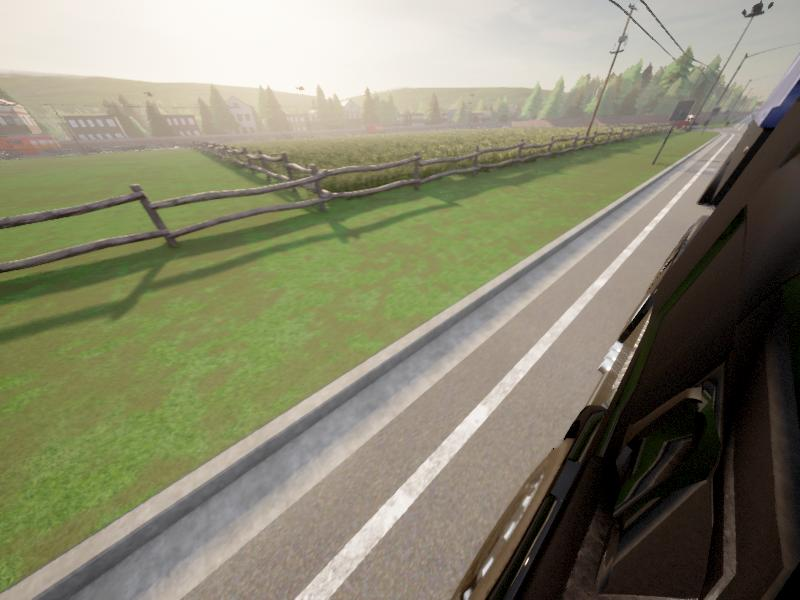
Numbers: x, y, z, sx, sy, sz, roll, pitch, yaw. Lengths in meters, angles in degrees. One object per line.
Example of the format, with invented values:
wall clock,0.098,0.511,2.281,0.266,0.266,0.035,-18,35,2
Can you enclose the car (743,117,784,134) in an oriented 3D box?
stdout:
car,44.854,-21.557,28.587,4.792,1.488,2.163,-28,44,-30

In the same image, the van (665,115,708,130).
van,50.835,-31.590,41.203,2.069,2.038,4.480,2,37,6

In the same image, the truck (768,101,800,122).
truck,96.163,-47.004,57.615,8.468,3.827,2.891,-28,44,-30

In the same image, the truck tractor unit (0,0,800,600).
truck tractor unit,2.645,-0.295,0.351,6.516,4.208,3.053,-28,44,-30

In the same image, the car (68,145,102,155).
car,-69.968,-33.446,51.433,4.193,1.474,1.816,-28,43,-30

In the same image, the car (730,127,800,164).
car,20.631,-8.666,12.873,4.181,1.385,1.994,-28,44,-30

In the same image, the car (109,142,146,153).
car,-62.099,-34.927,52.812,5.238,1.638,1.930,-28,43,-30

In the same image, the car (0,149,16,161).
car,-73.987,-25.914,41.542,4.611,1.667,2.242,-28,43,-30

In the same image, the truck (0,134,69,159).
truck,-78.493,-32.653,48.921,8.468,3.827,2.891,-28,43,-30

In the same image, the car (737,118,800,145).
car,31.432,-14.497,19.819,5.027,1.651,2.152,-28,44,-30

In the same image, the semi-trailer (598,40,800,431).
semi-trailer,8.702,-3.592,4.241,14.254,4.402,2.717,-28,44,-30

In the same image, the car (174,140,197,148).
car,-56.208,-40.892,60.541,3.988,1.617,1.851,-28,43,-30

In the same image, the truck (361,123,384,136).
truck,-10.559,-65.642,89.018,8.468,3.827,2.891,-28,43,-30
